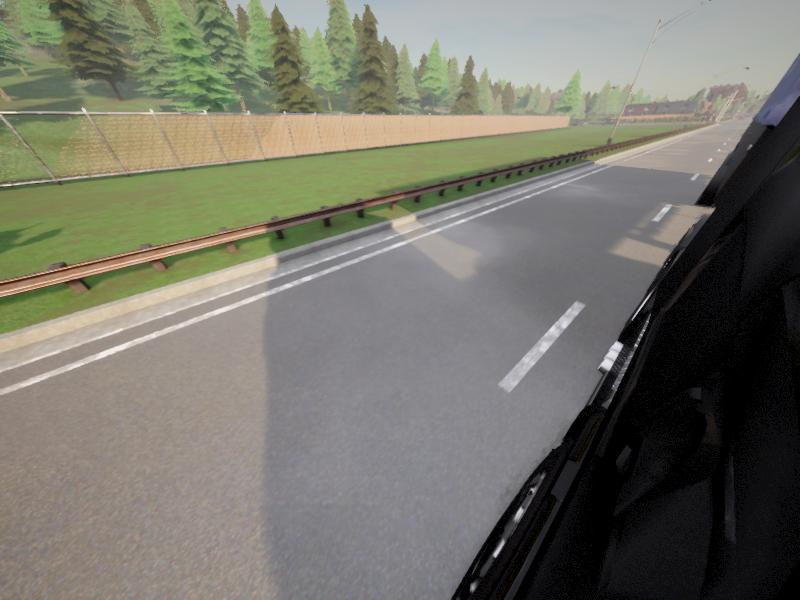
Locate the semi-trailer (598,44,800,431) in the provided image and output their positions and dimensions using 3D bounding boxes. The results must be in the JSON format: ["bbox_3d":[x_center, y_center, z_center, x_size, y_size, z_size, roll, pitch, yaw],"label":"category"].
[{"bbox_3d":[8.703,-3.577,4.257,14.254,4.402,2.717,-28,44,-30],"label":"semi-trailer"}]

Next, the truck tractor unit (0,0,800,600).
[{"bbox_3d":[2.645,-0.295,0.351,6.516,4.208,3.053,-28,44,-30],"label":"truck tractor unit"}]
